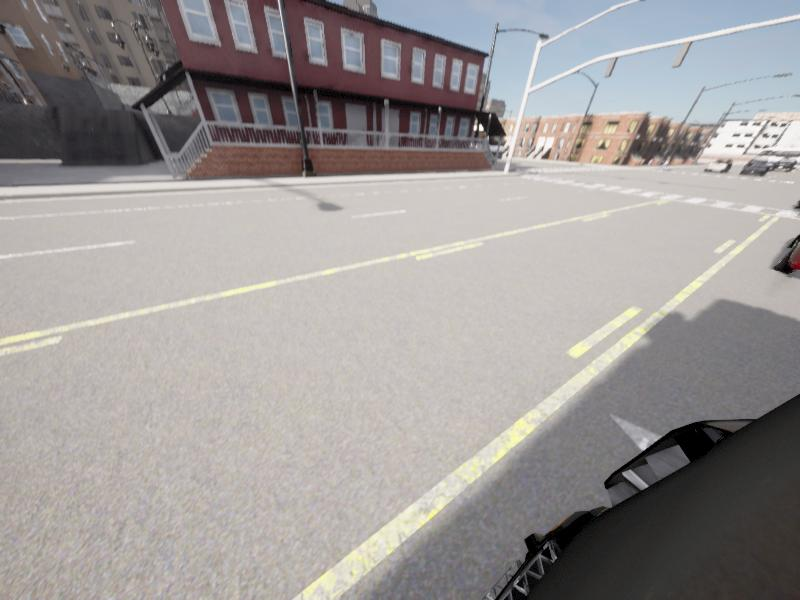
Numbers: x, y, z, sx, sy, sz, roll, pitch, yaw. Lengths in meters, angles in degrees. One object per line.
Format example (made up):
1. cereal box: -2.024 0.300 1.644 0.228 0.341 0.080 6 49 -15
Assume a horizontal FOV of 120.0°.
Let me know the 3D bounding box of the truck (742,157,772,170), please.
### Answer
1. truck: 74.358 -28.428 48.057 6.274 2.098 2.390 -20 40 -29

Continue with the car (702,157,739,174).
1. car: 47.141 -19.820 33.968 4.605 1.855 1.932 -17 39 -26

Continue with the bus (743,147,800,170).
1. bus: 93.375 -34.651 56.440 3.944 4.253 10.273 8 35 7

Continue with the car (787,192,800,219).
1. car: 19.902 -4.500 10.262 4.902 1.511 2.128 -22 42 -31

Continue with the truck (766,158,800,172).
1. truck: 73.679 -25.875 44.306 6.274 2.098 2.390 -17 39 -26

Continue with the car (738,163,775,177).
1. car: 48.768 -17.801 31.594 4.181 1.385 1.994 -17 39 -26

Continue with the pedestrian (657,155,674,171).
1. pedestrian: 36.412 -18.762 31.699 0.751 1.860 0.751 -21 41 -30

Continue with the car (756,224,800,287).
1. car: 10.442 -1.254 4.955 4.792 1.488 2.163 -17 39 -26

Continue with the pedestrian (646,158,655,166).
1. pedestrian: 42.163 -23.183 38.906 0.500 1.100 0.500 -10 37 -18

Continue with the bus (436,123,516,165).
1. bus: 10.163 -22.218 32.923 3.944 4.253 10.273 -17 39 -26
